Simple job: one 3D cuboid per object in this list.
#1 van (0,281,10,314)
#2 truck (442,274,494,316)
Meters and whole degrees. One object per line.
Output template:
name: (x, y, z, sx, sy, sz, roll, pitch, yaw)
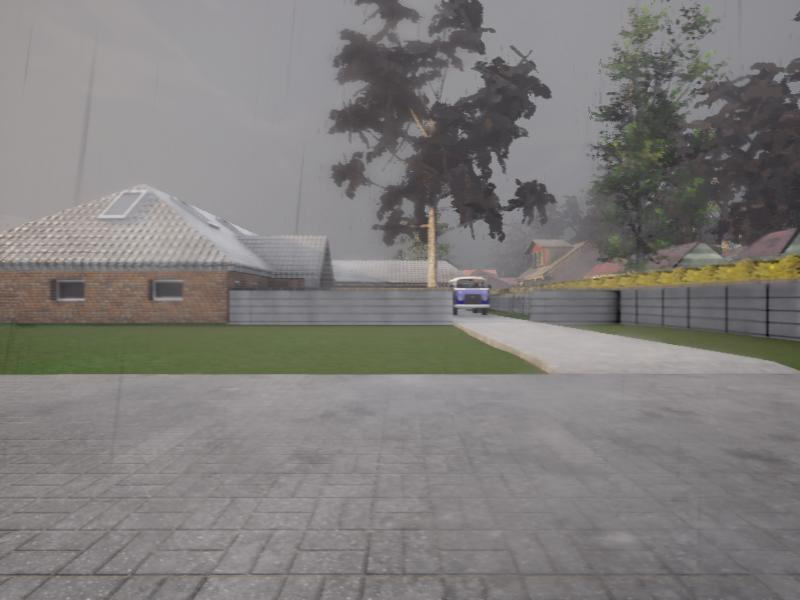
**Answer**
van: (-30.852, -0.209, 27.276, 2.351, 2.431, 6.366, 0, 0, 0)
truck: (3.548, -0.222, 21.674, 2.069, 2.038, 4.478, 0, 0, 0)
